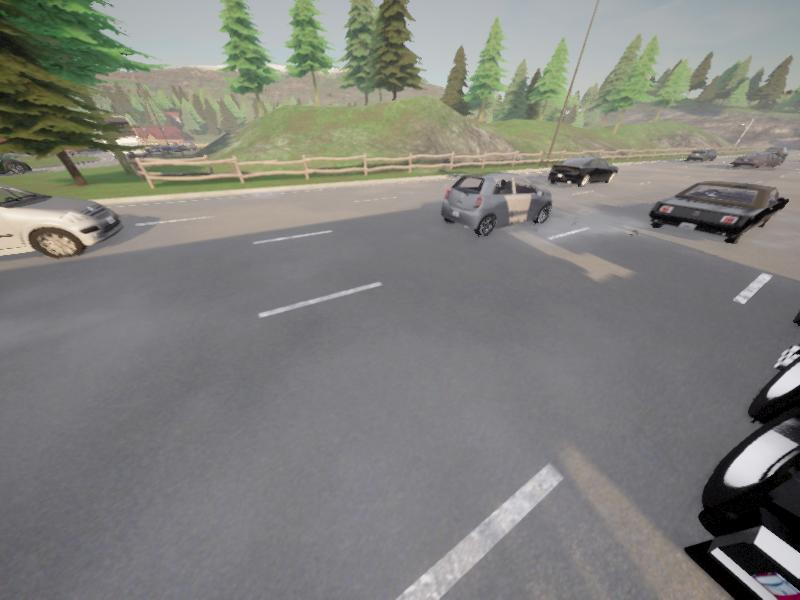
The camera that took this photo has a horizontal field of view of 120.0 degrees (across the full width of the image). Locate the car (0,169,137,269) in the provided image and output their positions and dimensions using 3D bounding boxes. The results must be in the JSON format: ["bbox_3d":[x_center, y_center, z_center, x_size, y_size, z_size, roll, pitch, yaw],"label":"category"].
[{"bbox_3d":[-9.113,-1.697,4.953,3.988,1.617,1.851,-17,38,-23],"label":"car"}]

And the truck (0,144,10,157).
[{"bbox_3d":[-59.148,-20.445,31.003,6.274,2.098,2.390,-17,38,-23],"label":"truck"}]

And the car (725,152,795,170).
[{"bbox_3d":[37.033,-14.408,23.822,5.357,1.411,2.033,-11,36,-15],"label":"car"}]

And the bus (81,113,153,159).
[{"bbox_3d":[-36.630,-21.111,30.261,10.273,4.253,3.944,28,43,36],"label":"bus"}]

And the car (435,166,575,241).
[{"bbox_3d":[3.186,-3.183,7.268,3.633,1.501,1.845,-17,39,-23],"label":"car"}]

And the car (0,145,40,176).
[{"bbox_3d":[-28.955,-9.254,15.466,2.097,1.767,4.553,6,35,8],"label":"car"}]

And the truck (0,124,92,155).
[{"bbox_3d":[-58.142,-26.018,37.506,8.468,3.827,2.891,-17,38,-23],"label":"truck"}]

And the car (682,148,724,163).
[{"bbox_3d":[39.900,-19.076,30.436,4.514,1.525,2.007,-17,38,-23],"label":"car"}]

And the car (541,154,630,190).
[{"bbox_3d":[11.442,-8.015,14.277,5.008,1.535,1.882,-17,39,-23],"label":"car"}]

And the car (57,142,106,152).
[{"bbox_3d":[-60.153,-29.033,43.782,4.974,1.542,2.038,-17,38,-23],"label":"car"}]

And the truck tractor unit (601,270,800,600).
[{"bbox_3d":[5.120,-0.291,0.770,6.516,4.208,3.053,-18,39,-24],"label":"truck tractor unit"}]

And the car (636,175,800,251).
[{"bbox_3d":[9.901,-2.881,7.099,4.718,1.301,1.895,-17,38,-23],"label":"car"}]

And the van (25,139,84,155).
[{"bbox_3d":[-54.288,-24.165,36.492,4.442,1.987,1.775,-17,38,-23],"label":"van"}]
